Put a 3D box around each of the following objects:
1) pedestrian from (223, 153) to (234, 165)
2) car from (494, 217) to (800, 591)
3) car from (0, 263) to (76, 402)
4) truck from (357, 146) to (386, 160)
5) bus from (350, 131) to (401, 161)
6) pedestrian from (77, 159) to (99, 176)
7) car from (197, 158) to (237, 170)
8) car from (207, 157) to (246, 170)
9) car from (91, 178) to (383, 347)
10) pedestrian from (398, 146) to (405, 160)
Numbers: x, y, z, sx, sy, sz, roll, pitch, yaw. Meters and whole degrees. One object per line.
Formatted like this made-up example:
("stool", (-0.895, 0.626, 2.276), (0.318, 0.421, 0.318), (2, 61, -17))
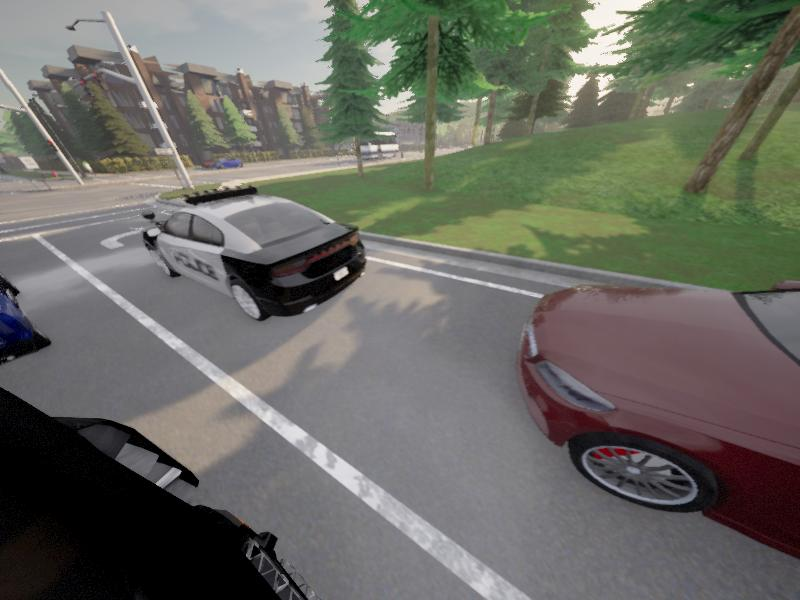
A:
("pedestrian", (-33.116, -27.284, 44.655), (0.751, 1.860, 0.751), (16, 38, 26))
("car", (3.264, 0.755, 1.225), (4.674, 1.442, 1.812), (16, 38, 26))
("car", (-6.560, 0.156, 2.867), (4.718, 1.301, 1.895), (17, 38, 26))
("truck", (-5.691, -30.214, 47.417), (2.390, 2.098, 6.274), (16, 38, 25))
("bus", (-4.135, -28.921, 43.455), (3.944, 4.253, 10.273), (16, 38, 25))
("pedestrian", (-40.140, -16.984, 29.696), (0.751, 1.860, 0.751), (13, 37, 21))
("car", (-29.956, -22.378, 37.961), (1.895, 1.301, 4.718), (16, 38, 25))
("car", (-27.069, -21.425, 36.197), (1.816, 1.474, 4.193), (16, 38, 25))
("car", (-3.099, -1.216, 4.388), (5.238, 1.638, 1.930), (16, 38, 26))
("pedestrian", (0.298, -22.807, 35.864), (0.751, 1.860, 0.751), (15, 38, 24))
